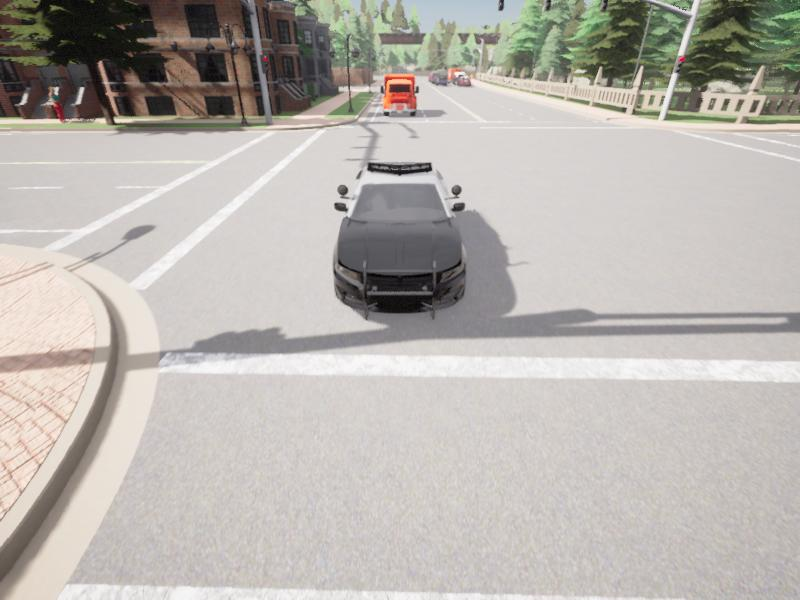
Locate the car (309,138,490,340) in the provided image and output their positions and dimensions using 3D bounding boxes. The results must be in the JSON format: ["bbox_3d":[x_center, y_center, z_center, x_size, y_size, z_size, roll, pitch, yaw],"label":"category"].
[{"bbox_3d":[-0.005,-1.516,6.947,1.930,1.638,5.238,0,30,0],"label":"car"}]

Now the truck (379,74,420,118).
[{"bbox_3d":[-0.022,-14.470,28.234,2.627,2.467,5.204,0,30,0],"label":"truck"}]

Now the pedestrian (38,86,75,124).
[{"bbox_3d":[-19.335,-10.999,22.572,0.751,1.860,0.751,0,30,0],"label":"pedestrian"}]

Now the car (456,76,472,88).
[{"bbox_3d":[10.449,-35.542,65.180,1.970,1.475,3.806,0,30,0],"label":"car"}]

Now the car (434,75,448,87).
[{"bbox_3d":[6.948,-37.119,67.742,1.851,1.617,3.988,0,30,0],"label":"car"}]

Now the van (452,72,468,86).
[{"bbox_3d":[10.444,-38.945,70.429,2.069,2.038,4.480,0,30,0],"label":"van"}]

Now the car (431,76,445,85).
[{"bbox_3d":[6.943,-40.445,73.627,2.033,1.411,5.357,0,30,0],"label":"car"}]

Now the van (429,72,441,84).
[{"bbox_3d":[6.936,-44.291,79.606,1.775,1.987,4.442,0,30,0],"label":"van"}]

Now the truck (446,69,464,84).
[{"bbox_3d":[10.442,-42.638,76.307,2.627,2.467,5.204,0,30,0],"label":"truck"}]
